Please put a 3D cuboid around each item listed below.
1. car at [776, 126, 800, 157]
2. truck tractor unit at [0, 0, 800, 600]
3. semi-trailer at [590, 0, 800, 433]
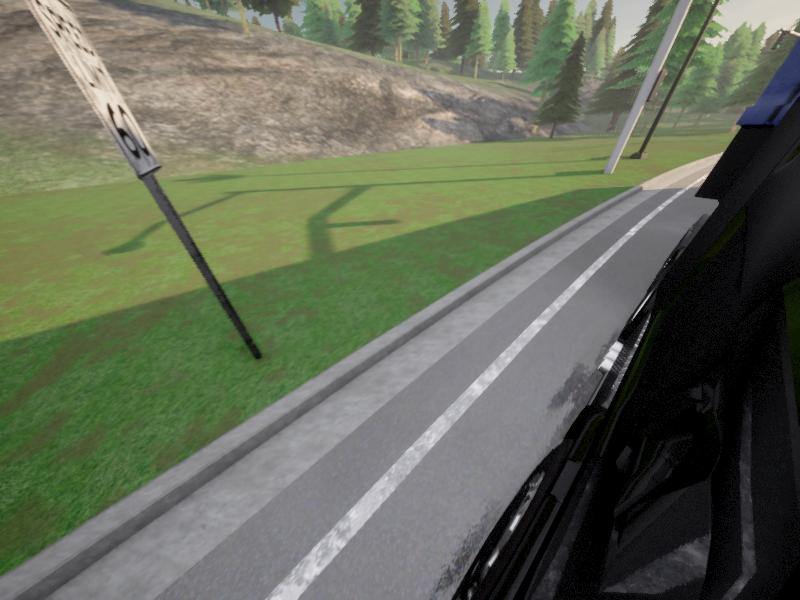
[{"bbox_3d":[25.909,-9.979,14.097,4.605,1.855,1.932,-20,41,-23],"label":"car"},{"bbox_3d":[2.645,-0.295,0.352,6.516,4.208,3.053,-28,44,-30],"label":"truck tractor unit"},{"bbox_3d":[9.161,-3.211,3.756,14.254,4.402,2.717,-22,41,-25],"label":"semi-trailer"}]
